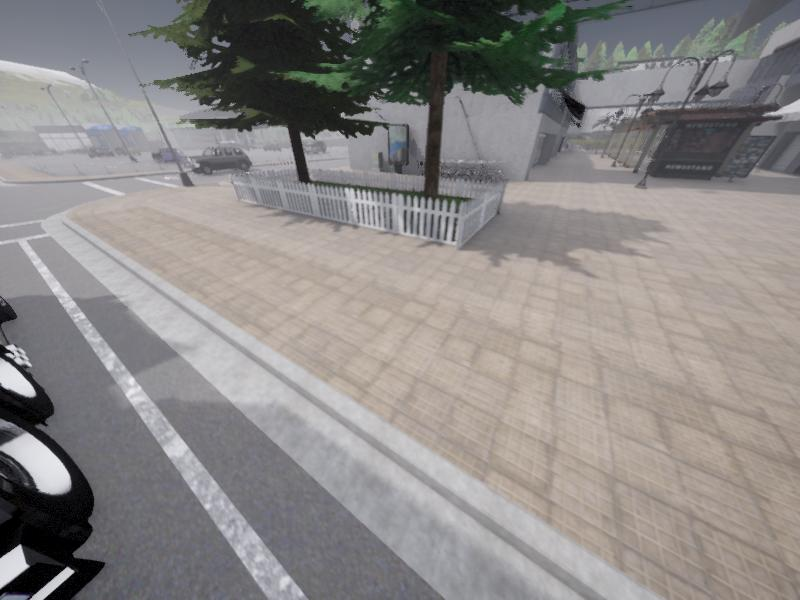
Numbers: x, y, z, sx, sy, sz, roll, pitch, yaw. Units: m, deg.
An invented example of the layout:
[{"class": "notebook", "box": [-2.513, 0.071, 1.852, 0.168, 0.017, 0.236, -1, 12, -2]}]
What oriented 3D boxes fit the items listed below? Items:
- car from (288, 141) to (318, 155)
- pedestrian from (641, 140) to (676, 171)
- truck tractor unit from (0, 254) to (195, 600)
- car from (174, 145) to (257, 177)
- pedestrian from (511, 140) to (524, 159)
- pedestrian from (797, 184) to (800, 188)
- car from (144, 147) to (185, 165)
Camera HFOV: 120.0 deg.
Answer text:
[{"class": "car", "box": [-16.087, -25.238, 38.304, 4.605, 1.855, 1.932, 20, 40, 26]}, {"class": "pedestrian", "box": [19.190, -10.752, 17.189, 0.751, 1.860, 0.751, -11, 36, -15]}, {"class": "truck tractor unit", "box": [-5.096, -0.315, 0.805, 6.516, 4.208, 3.053, 19, 39, 25]}, {"class": "car", "box": [-14.832, -11.500, 18.935, 1.932, 1.855, 4.605, 20, 40, 26]}, {"class": "pedestrian", "box": [14.080, -18.040, 27.713, 0.751, 1.860, 0.751, -25, 42, -31]}, {"class": "pedestrian", "box": [19.716, -6.029, 10.445, 0.751, 1.860, 0.751, 20, 40, 26]}, {"class": "car", "box": [-26.138, -16.033, 25.667, 3.633, 1.501, 1.845, 20, 40, 26]}]
